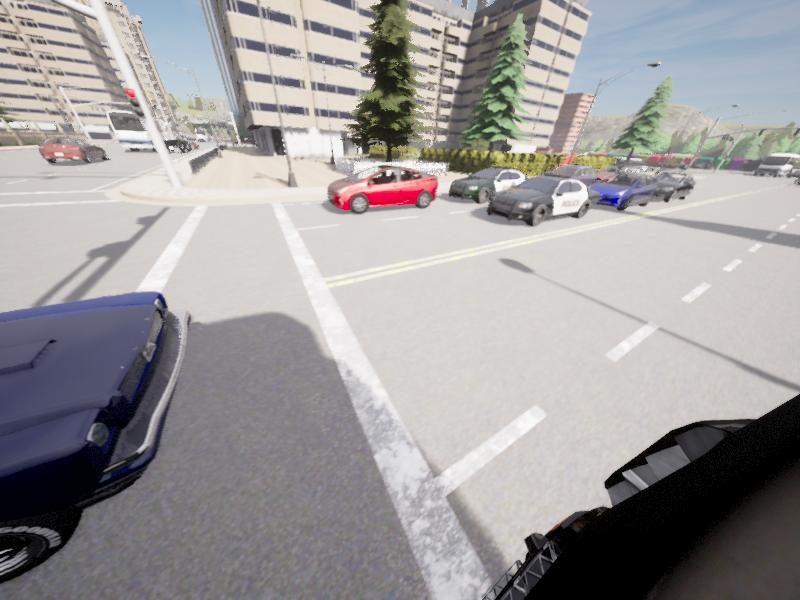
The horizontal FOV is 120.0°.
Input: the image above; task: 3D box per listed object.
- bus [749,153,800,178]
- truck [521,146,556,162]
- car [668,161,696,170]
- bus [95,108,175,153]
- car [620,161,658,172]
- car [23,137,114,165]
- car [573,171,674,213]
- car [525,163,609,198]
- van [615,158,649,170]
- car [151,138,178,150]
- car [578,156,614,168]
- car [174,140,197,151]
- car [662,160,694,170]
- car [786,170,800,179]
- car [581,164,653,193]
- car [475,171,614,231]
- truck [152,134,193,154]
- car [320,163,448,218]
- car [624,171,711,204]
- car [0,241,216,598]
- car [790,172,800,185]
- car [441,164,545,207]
[{"bbox_3d":[81.176,-28.906,49.623,10.273,4.253,3.944,-15,38,-25],"label":"bus"},{"bbox_3d":[43.729,-46.396,73.336,2.891,3.827,8.468,-16,38,-26],"label":"truck"},{"bbox_3d":[73.276,-35.059,60.108,1.905,1.878,3.866,-16,38,-26],"label":"car"},{"bbox_3d":[-35.869,-23.213,32.126,3.944,4.253,10.273,-16,38,-26],"label":"bus"},{"bbox_3d":[49.695,-27.796,48.087,2.128,1.511,4.902,-16,38,-26],"label":"car"},{"bbox_3d":[-25.363,-11.683,18.031,2.152,1.651,5.027,-16,38,-26],"label":"car"},{"bbox_3d":[11.695,-5.780,12.118,4.514,1.525,2.007,-16,38,-26],"label":"car"},{"bbox_3d":[10.850,-7.824,15.023,4.856,1.649,2.033,-16,38,-26],"label":"car"},{"bbox_3d":[51.388,-30.247,51.354,2.069,2.038,4.480,-16,38,-26],"label":"van"},{"bbox_3d":[-40.924,-27.217,40.206,2.128,1.511,4.902,-16,38,-26],"label":"car"},{"bbox_3d":[45.530,-32.196,53.820,2.150,2.045,5.566,-16,38,-26],"label":"car"},{"bbox_3d":[-35.494,-25.658,38.320,1.816,1.474,4.193,-16,38,-26],"label":"car"},{"bbox_3d":[70.742,-34.376,58.885,1.932,1.855,4.605,-16,38,-26],"label":"car"},{"bbox_3d":[82.886,-26.095,48.030,4.892,1.490,1.837,-15,38,-25],"label":"car"},{"bbox_3d":[16.940,-9.577,18.077,4.611,1.667,2.242,-16,38,-26],"label":"car"},{"bbox_3d":[5.649,-4.061,9.075,4.974,1.542,2.038,-16,38,-26],"label":"car"},{"bbox_3d":[-31.349,-21.685,32.125,2.390,2.098,6.274,-15,38,-25],"label":"truck"},{"bbox_3d":[-0.605,-4.562,9.349,4.514,1.525,2.007,-15,38,-24],"label":"car"},{"bbox_3d":[17.210,-7.345,14.898,4.902,1.511,2.128,-16,38,-26],"label":"car"},{"bbox_3d":[-3.948,1.010,0.954,4.718,1.301,1.895,-16,38,-26],"label":"car"},{"bbox_3d":[57.597,-16.968,32.295,5.238,1.638,1.930,-25,43,-35],"label":"car"},{"bbox_3d":[4.825,-6.069,12.020,4.974,1.542,2.038,-16,38,-26],"label":"car"}]
